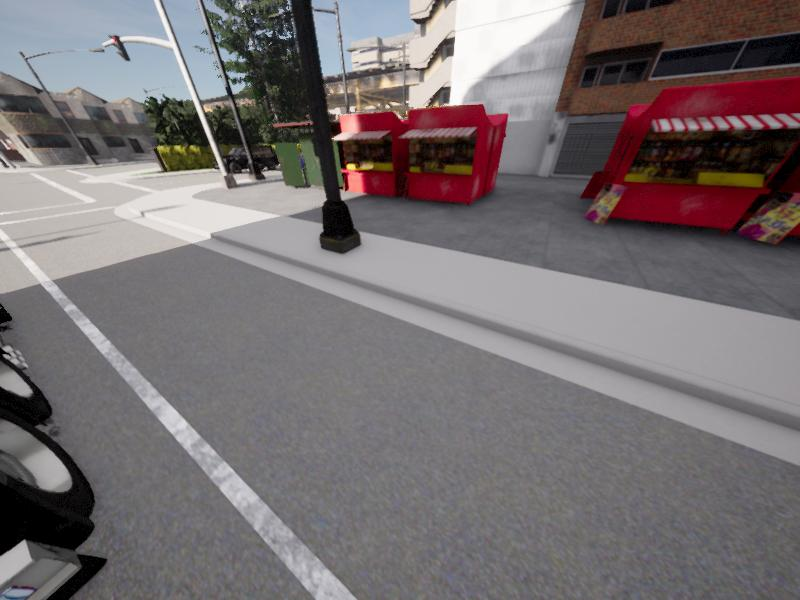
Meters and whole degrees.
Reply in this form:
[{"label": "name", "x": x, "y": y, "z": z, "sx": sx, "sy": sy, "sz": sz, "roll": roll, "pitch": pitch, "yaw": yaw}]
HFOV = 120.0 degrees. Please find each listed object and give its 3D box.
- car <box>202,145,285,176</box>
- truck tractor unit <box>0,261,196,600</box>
[{"label": "car", "x": -13.860, "y": -12.784, "z": 20.958, "sx": 2.150, "sy": 2.045, "sz": 5.566, "roll": 18, "pitch": 39, "yaw": 25}, {"label": "truck tractor unit", "x": -5.105, "y": -0.306, "z": 0.791, "sx": 6.516, "sy": 4.208, "sz": 3.053, "roll": 18, "pitch": 39, "yaw": 24}]
